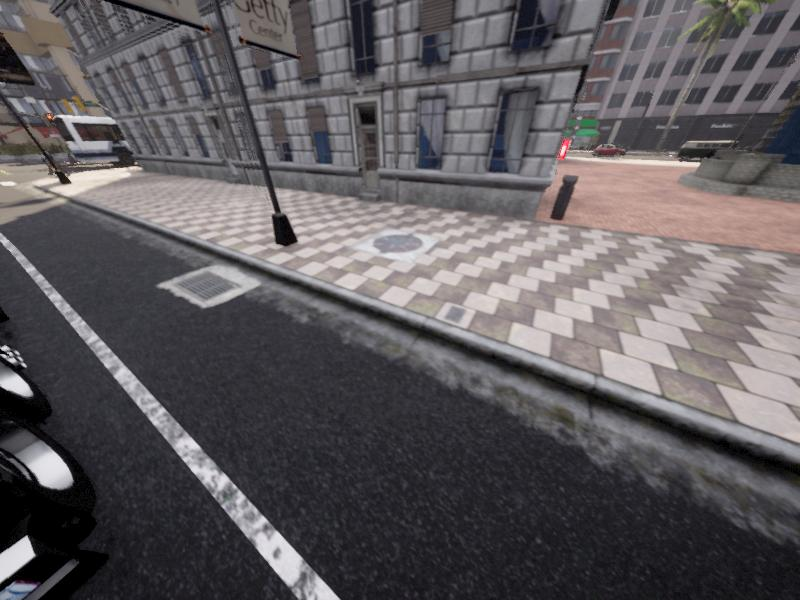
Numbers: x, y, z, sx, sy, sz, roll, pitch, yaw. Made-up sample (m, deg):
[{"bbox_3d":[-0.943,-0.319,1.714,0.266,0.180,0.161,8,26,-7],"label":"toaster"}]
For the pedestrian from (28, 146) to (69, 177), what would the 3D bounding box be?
[{"bbox_3d":[-24.838,-9.808,16.369,0.751,1.860,0.751,21,40,28],"label":"pedestrian"}]

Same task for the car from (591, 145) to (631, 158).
[{"bbox_3d":[30.689,-21.776,33.714,1.970,1.475,3.806,-29,44,-35],"label":"car"}]

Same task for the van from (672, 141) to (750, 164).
[{"bbox_3d":[33.721,-16.226,25.271,1.775,1.987,4.442,-19,39,-25],"label":"van"}]

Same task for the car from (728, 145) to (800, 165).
[{"bbox_3d":[38.390,-15.292,24.220,1.851,1.617,3.988,-15,38,-21],"label":"car"}]

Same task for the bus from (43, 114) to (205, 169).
[{"bbox_3d":[-29.695,-17.777,26.072,3.944,4.253,10.273,16,38,22],"label":"bus"}]

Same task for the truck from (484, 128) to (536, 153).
[{"bbox_3d":[21.704,-31.758,46.075,8.468,3.827,2.891,19,39,25],"label":"truck"}]

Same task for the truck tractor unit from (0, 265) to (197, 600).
[{"bbox_3d":[-5.115,-0.296,0.776,6.516,4.208,3.053,18,39,24],"label":"truck tractor unit"}]
